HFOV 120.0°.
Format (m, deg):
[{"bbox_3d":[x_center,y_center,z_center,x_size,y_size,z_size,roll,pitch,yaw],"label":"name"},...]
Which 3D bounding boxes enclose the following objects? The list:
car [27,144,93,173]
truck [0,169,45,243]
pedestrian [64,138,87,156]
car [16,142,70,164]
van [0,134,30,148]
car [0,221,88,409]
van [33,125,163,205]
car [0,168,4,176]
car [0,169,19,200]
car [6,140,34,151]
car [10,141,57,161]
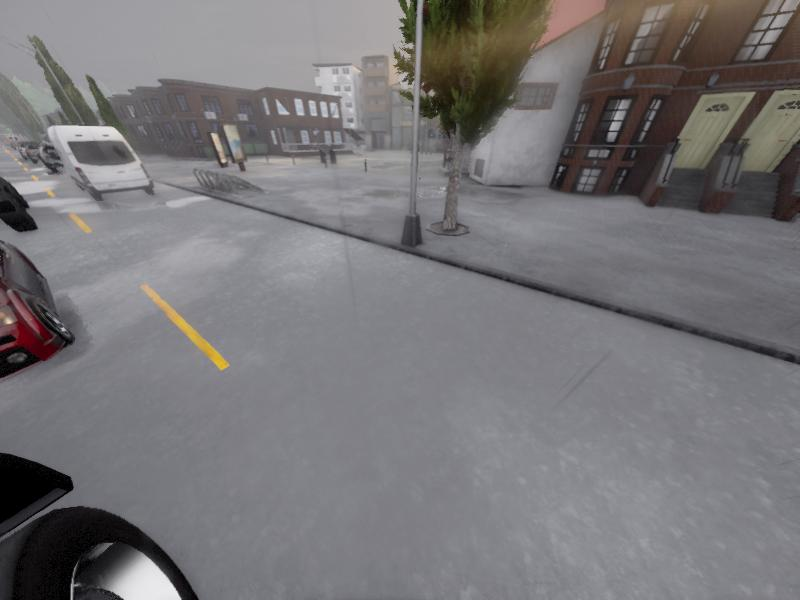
[{"bbox_3d":[-26.742,-11.199,18.182,4.856,1.649,2.033,22,41,28],"label":"car"},{"bbox_3d":[-13.026,-3.128,6.427,6.274,2.098,2.390,22,41,28],"label":"truck"},{"bbox_3d":[-41.866,-19.769,29.805,0.751,1.860,0.751,10,36,13],"label":"pedestrian"},{"bbox_3d":[-36.109,-14.925,23.362,4.611,1.667,2.242,23,41,29],"label":"car"},{"bbox_3d":[-82.982,-34.270,49.788,6.366,2.431,2.351,22,41,28],"label":"van"},{"bbox_3d":[-5.970,0.028,2.651,4.181,1.385,1.994,22,40,28],"label":"car"},{"bbox_3d":[-13.767,-6.296,10.537,5.915,2.561,1.988,23,41,28],"label":"van"},{"bbox_3d":[-29.340,-9.445,15.718,5.366,1.575,1.801,22,41,28],"label":"car"},{"bbox_3d":[-19.218,-5.367,10.068,4.902,1.511,2.128,22,41,28],"label":"car"},{"bbox_3d":[-74.137,-30.245,45.097,5.027,1.651,2.152,22,41,28],"label":"car"},{"bbox_3d":[-42.026,-17.192,26.534,4.611,1.667,2.242,24,41,29],"label":"car"}]
